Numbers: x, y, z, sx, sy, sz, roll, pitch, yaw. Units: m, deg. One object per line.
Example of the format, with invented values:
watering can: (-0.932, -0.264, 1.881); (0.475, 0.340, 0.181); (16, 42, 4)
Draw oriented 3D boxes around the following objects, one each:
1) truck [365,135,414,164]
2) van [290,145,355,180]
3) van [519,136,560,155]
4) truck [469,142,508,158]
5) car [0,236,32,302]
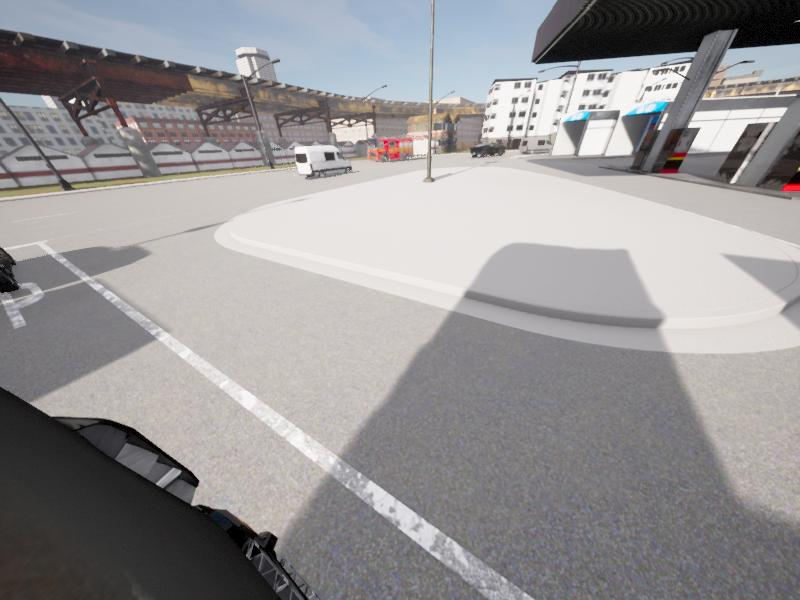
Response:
truck: (-1.559, -26.295, 40.229); (8.468, 3.827, 2.891); (-30, 42, -34)
van: (-7.358, -13.742, 22.932); (1.988, 2.561, 5.915); (16, 38, 26)
van: (25.012, -27.812, 41.606); (5.915, 2.561, 1.988); (-7, 34, -6)
truck: (15.164, -25.768, 39.692); (6.274, 2.098, 2.390); (-18, 37, -22)
car: (-9.603, -0.830, 4.568); (3.633, 1.501, 1.845); (19, 39, 29)
